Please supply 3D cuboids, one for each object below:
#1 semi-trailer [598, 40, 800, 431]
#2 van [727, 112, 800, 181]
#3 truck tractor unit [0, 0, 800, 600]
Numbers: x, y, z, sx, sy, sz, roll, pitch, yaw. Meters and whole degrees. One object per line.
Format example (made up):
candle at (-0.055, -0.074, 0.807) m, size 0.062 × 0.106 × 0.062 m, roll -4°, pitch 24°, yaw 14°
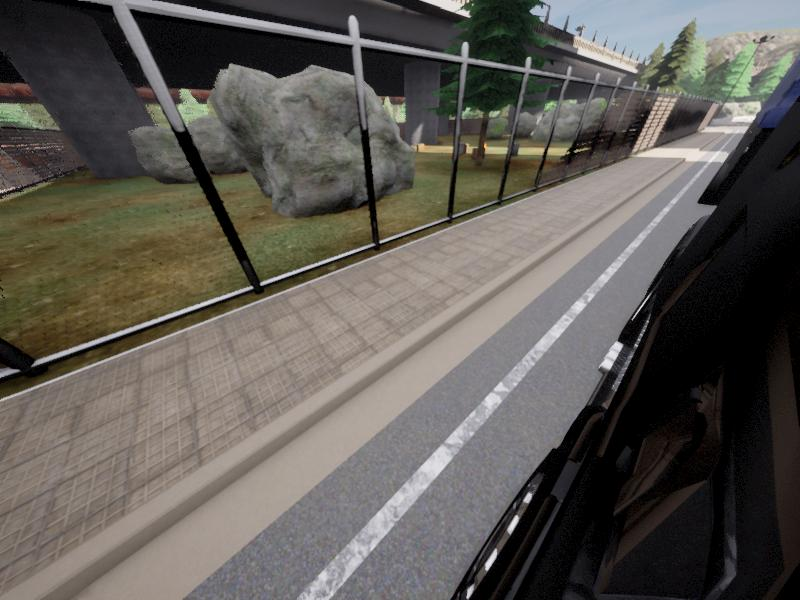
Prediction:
semi-trailer at (8.699, -3.611, 4.217) m, size 14.254 × 4.402 × 2.717 m, roll -28°, pitch 44°, yaw -30°
van at (15.938, -6.357, 9.413) m, size 4.480 × 2.038 × 2.069 m, roll -26°, pitch 43°, yaw -29°
truck tractor unit at (2.645, -0.295, 0.351) m, size 6.516 × 4.208 × 3.053 m, roll -28°, pitch 44°, yaw -30°
